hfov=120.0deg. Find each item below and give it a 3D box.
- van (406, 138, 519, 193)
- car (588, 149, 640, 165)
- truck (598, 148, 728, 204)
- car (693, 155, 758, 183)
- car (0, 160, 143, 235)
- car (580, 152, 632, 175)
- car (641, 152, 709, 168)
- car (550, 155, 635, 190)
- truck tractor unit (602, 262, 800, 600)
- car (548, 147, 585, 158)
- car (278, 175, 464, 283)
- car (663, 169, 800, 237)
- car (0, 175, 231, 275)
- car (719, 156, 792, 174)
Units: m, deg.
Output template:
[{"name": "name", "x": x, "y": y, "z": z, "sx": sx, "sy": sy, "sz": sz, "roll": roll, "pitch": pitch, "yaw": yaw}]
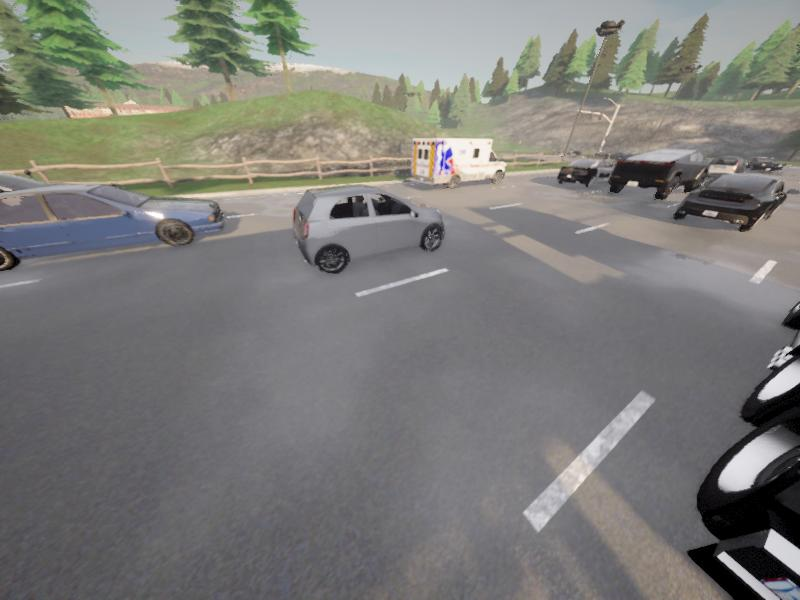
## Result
[{"name": "van", "x": 3.754, "y": -8.272, "z": 14.001, "sx": 6.366, "sy": 2.431, "sz": 2.351, "roll": -18, "pitch": 39, "yaw": -25}, {"name": "car", "x": 30.042, "y": -20.300, "z": 32.681, "sx": 1.882, "sy": 1.535, "sz": 5.008, "roll": -9, "pitch": 36, "yaw": -16}, {"name": "truck", "x": 14.093, "y": -6.851, "z": 12.418, "sx": 6.274, "sy": 2.098, "sz": 2.390, "roll": -18, "pitch": 39, "yaw": -25}, {"name": "car", "x": 25.405, "y": -10.309, "z": 18.064, "sx": 3.988, "sy": 1.617, "sz": 1.851, "roll": -19, "pitch": 39, "yaw": -26}, {"name": "car", "x": -11.776, "y": -2.985, "z": 6.755, "sx": 5.238, "sy": 1.638, "sz": 1.930, "roll": -18, "pitch": 39, "yaw": -25}, {"name": "car", "x": 19.439, "y": -12.949, "z": 21.780, "sx": 3.988, "sy": 1.617, "sz": 1.851, "roll": -18, "pitch": 39, "yaw": -25}, {"name": "car", "x": 34.637, "y": -17.884, "z": 29.390, "sx": 2.033, "sy": 1.411, "sz": 5.357, "roll": -4, "pitch": 35, "yaw": -7}, {"name": "car", "x": 12.638, "y": -8.495, "z": 15.175, "sx": 5.238, "sy": 1.638, "sz": 1.930, "roll": -18, "pitch": 39, "yaw": -25}, {"name": "truck tractor unit", "x": 5.134, "y": -0.269, "z": 0.815, "sx": 6.516, "sy": 4.208, "sz": 3.053, "roll": -17, "pitch": 39, "yaw": -25}, {"name": "car", "x": 31.901, "y": -28.423, "z": 44.390, "sx": 5.238, "sy": 1.638, "sz": 1.930, "roll": 28, "pitch": 43, "yaw": 34}, {"name": "car", "x": -0.605, "y": -1.917, "z": 5.508, "sx": 3.633, "sy": 1.501, "sz": 1.845, "roll": -18, "pitch": 39, "yaw": -25}, {"name": "car", "x": 12.078, "y": -3.663, "z": 8.295, "sx": 4.892, "sy": 1.490, "sz": 1.837, "roll": -18, "pitch": 39, "yaw": -25}, {"name": "car", "x": -7.513, "y": -1.950, "z": 5.549, "sx": 5.357, "sy": 1.411, "sz": 2.033, "roll": -18, "pitch": 39, "yaw": -25}, {"name": "car", "x": 37.440, "y": -14.475, "z": 24.588, "sx": 1.895, "sy": 1.301, "sz": 4.718, "roll": 12, "pitch": 36, "yaw": 15}]
